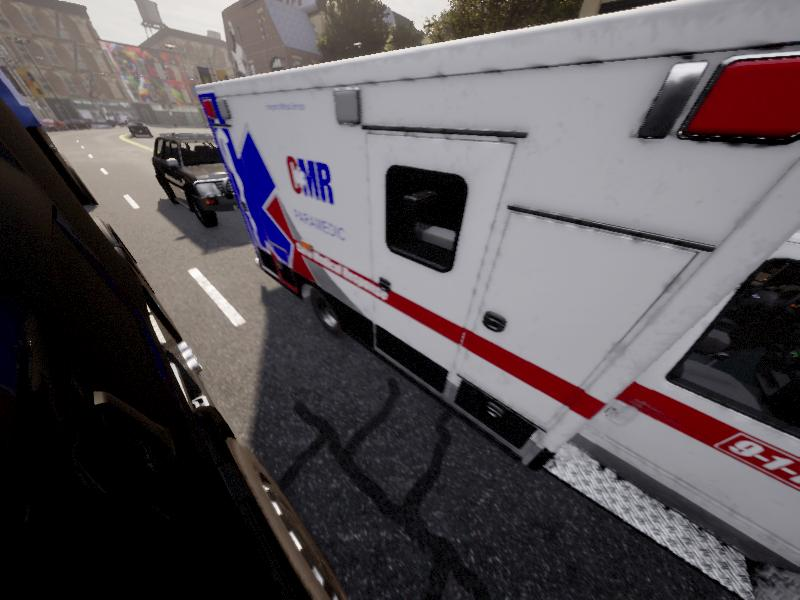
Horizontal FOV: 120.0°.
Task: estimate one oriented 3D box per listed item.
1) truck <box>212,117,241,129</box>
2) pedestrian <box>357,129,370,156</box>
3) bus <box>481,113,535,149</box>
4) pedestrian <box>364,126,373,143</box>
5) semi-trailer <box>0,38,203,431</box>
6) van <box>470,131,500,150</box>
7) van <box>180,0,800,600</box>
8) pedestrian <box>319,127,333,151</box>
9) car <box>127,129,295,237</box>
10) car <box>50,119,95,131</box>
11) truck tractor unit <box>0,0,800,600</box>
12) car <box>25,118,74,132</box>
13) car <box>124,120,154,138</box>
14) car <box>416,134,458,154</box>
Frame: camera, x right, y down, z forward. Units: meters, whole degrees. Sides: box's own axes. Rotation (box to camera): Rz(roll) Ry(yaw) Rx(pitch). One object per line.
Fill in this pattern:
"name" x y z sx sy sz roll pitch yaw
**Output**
"truck" -46.147 -47.118 61.655 2.627 2.467 5.204 12 38 13
"pedestrian" -3.139 -13.662 20.042 0.751 1.860 0.751 27 44 29
"bus" 17.805 -27.622 37.854 3.944 4.253 10.273 28 44 30
"pedestrian" -4.265 -22.464 31.437 0.751 1.860 0.751 24 42 26
"semi-trailer" -8.763 -3.551 4.177 14.254 4.402 2.717 27 43 29
"van" 12.165 -22.781 32.927 2.069 2.038 4.480 28 43 30
"van" 0.878 -0.431 2.231 6.366 2.431 2.351 28 44 30
"pedestrian" -7.277 -15.895 22.779 0.751 1.860 0.751 27 43 29
"car" -5.296 -3.541 6.477 4.605 1.855 1.932 28 44 30
"car" -50.528 -27.125 35.773 1.895 1.301 4.718 -11 39 -17
"truck tractor unit" -2.645 -0.295 0.351 6.516 4.208 3.053 28 44 30
"car" -47.892 -24.056 31.714 2.002 1.452 4.674 -18 41 -25
"car" -33.431 -21.994 29.636 1.930 1.638 5.238 -27 46 -33
"car" 4.090 -17.059 25.194 1.930 1.638 5.238 28 44 30
